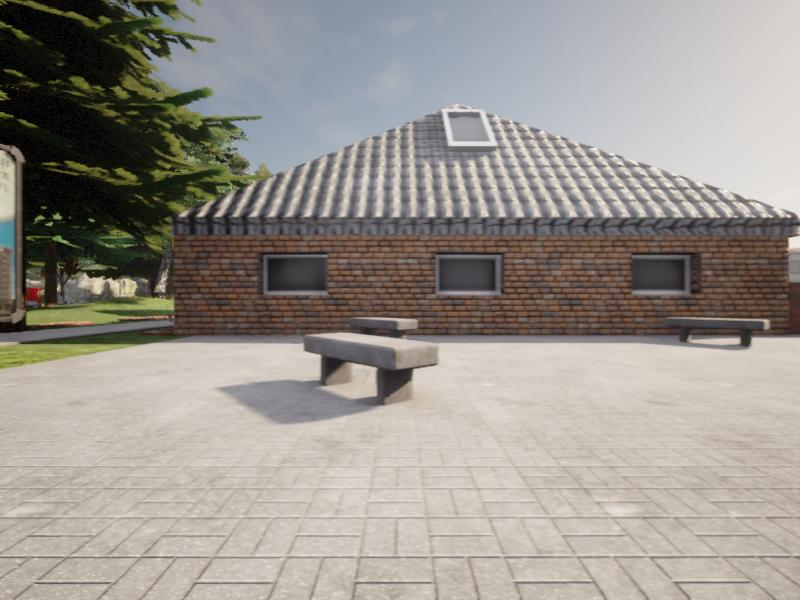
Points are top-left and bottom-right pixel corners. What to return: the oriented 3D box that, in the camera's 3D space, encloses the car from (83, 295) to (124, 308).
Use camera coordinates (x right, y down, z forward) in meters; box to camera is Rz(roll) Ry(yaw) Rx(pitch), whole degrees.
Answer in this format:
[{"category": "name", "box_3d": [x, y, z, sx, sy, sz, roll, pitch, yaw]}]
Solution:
[{"category": "car", "box_3d": [-40.122, 0.145, 54.290, 2.242, 1.667, 4.611, 0, 0, 0]}]
